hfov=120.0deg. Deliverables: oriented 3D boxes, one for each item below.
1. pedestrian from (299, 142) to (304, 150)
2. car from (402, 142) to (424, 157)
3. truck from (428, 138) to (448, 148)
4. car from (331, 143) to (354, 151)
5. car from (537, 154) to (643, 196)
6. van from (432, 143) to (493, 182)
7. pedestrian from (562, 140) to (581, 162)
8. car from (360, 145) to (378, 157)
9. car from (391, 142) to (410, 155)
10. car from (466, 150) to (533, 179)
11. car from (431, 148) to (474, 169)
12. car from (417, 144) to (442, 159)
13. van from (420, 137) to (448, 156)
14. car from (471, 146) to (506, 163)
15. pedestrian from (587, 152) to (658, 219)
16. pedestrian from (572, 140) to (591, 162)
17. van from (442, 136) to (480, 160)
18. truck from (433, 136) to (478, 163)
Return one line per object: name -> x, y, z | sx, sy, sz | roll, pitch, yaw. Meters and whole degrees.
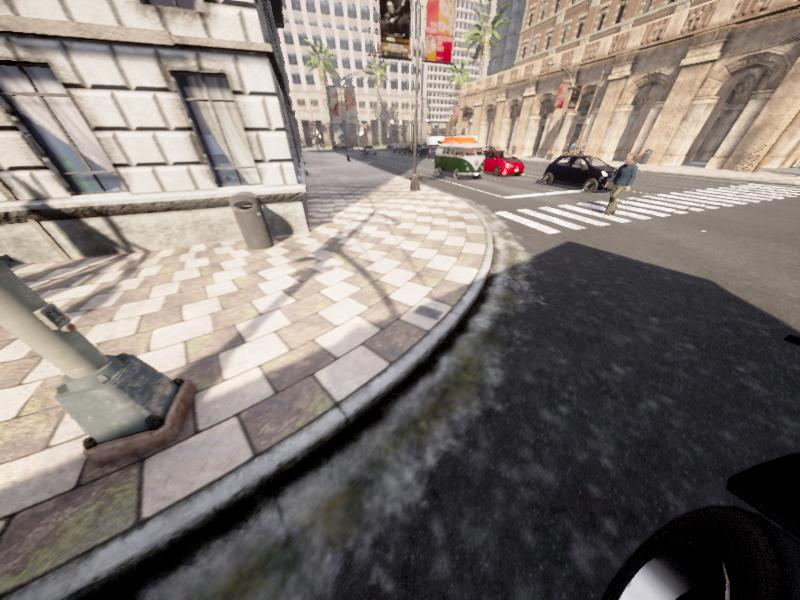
pedestrian -> -26.705, -41.653, 62.471 | 0.751, 1.860, 0.751 | -10, 36, -13
car -> 2.100, -24.953, 38.157 | 1.932, 1.855, 4.605 | -12, 36, -15
truck -> 11.601, -48.334, 71.115 | 5.204, 2.467, 2.627 | -11, 36, -15
car -> -14.352, -38.512, 58.044 | 5.238, 1.638, 1.930 | -11, 36, -15
car -> 9.613, -6.678, 12.117 | 1.845, 1.501, 3.633 | -12, 36, -16
van -> 4.105, -9.685, 16.103 | 1.775, 1.987, 4.442 | -12, 36, -16
pedestrian -> 18.279, -15.881, 24.635 | 0.751, 1.860, 0.751 | -9, 36, -12
car -> -5.218, -24.634, 38.167 | 1.812, 1.442, 4.674 | -12, 36, -16
car -> 0.057, -28.216, 42.942 | 2.097, 1.767, 4.553 | -11, 36, -15
car -> 7.273, -10.394, 17.486 | 2.007, 1.525, 4.514 | -12, 36, -16
car -> 4.976, -14.036, 22.774 | 1.837, 1.490, 4.892 | -12, 36, -16
car -> 4.163, -21.470, 33.366 | 1.851, 1.617, 3.988 | -12, 36, -15
van -> 5.491, -25.765, 38.706 | 1.988, 2.561, 5.915 | -12, 36, -15
car -> 10.388, -17.354, 27.444 | 1.845, 1.501, 3.633 | -12, 36, -16
pedestrian -> 7.242, -3.760, 7.621 | 0.751, 1.860, 0.751 | -11, 36, -14
pedestrian -> 19.091, -15.693, 24.355 | 0.751, 1.860, 0.751 | -15, 38, -20
van -> 8.246, -21.255, 32.191 | 1.988, 2.561, 5.915 | -12, 36, -15
truck -> 6.451, -18.076, 27.706 | 2.627, 2.467, 5.204 | -12, 36, -15
